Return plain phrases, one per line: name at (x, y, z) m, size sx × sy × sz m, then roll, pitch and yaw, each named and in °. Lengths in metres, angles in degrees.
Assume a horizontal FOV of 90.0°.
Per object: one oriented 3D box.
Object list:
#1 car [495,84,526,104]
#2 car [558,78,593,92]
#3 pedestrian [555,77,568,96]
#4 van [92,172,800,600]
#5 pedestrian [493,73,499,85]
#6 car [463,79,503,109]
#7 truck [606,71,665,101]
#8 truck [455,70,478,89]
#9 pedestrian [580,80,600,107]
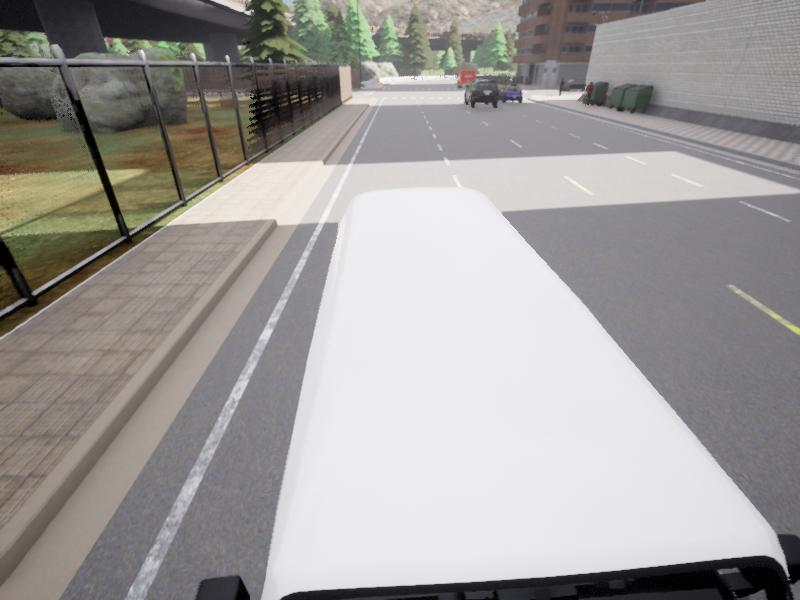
car at (10.440, -19.646, 38.105) m, size 1.816 × 1.474 × 4.193 m, roll 0°, pitch 30°, yaw 0°
car at (23.816, -29.218, 54.405) m, size 3.705 × 1.549 × 1.789 m, roll 0°, pitch 30°, yaw 0°
pedestrian at (17.718, -23.424, 43.895) m, size 0.751 × 1.860 × 0.751 m, roll -4°, pitch 30°, yaw -6°
van at (0.291, 0.621, 2.935) m, size 2.069 × 2.038 × 4.480 m, roll -3°, pitch 29°, yaw -2°
pedestrian at (16.650, -38.362, 69.362) m, size 0.751 × 1.860 × 0.751 m, roll 0°, pitch 30°, yaw 0°
car at (6.947, -17.669, 34.177) m, size 2.150 × 2.045 × 5.566 m, roll 0°, pitch 30°, yaw 0°
truck at (23.413, -21.567, 40.145) m, size 2.615 × 2.467 × 5.204 m, roll 0°, pitch 30°, yaw 0°
truck at (10.405, -34.834, 63.113) m, size 2.627 × 2.467 × 5.204 m, roll 0°, pitch 30°, yaw 0°
pedestrian at (14.973, -16.280, 31.577) m, size 0.751 × 1.860 × 0.751 m, roll -4°, pitch 31°, yaw -7°
